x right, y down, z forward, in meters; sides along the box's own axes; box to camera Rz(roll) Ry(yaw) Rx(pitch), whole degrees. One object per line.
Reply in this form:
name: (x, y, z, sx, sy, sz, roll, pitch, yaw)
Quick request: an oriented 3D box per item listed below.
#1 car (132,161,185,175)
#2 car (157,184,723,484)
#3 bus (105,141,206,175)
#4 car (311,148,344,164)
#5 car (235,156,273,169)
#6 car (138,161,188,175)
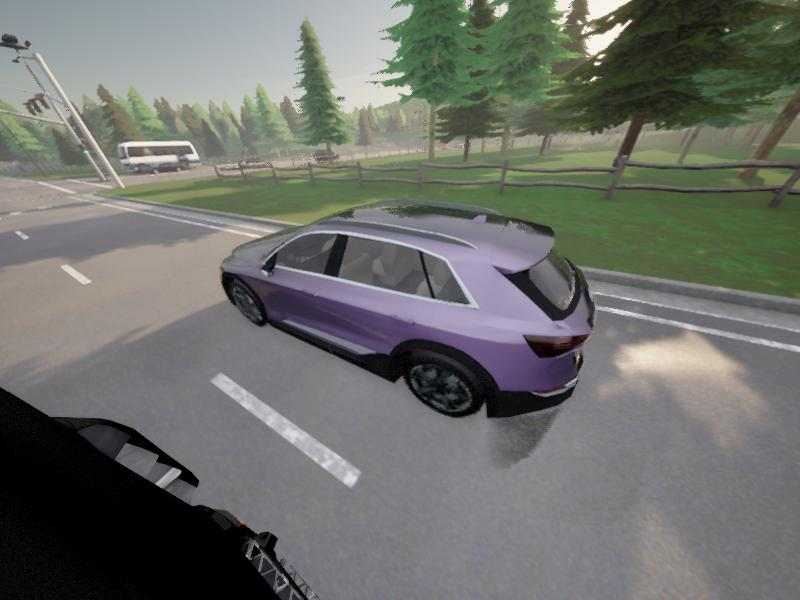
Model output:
car: (-38.481, -21.165, 37.000, 2.033, 1.411, 5.357, 15, 38, 25)
car: (-0.415, -0.390, 3.054, 4.856, 1.649, 2.033, 16, 38, 25)
bus: (-40.501, -24.203, 39.108, 3.944, 4.253, 10.273, 15, 38, 25)
car: (-13.234, -26.545, 42.535, 2.150, 2.045, 5.566, 15, 38, 25)
car: (-24.147, -22.949, 38.494, 1.837, 1.490, 4.892, 15, 38, 25)
car: (-35.744, -20.027, 35.014, 1.837, 1.490, 4.892, 15, 38, 25)
